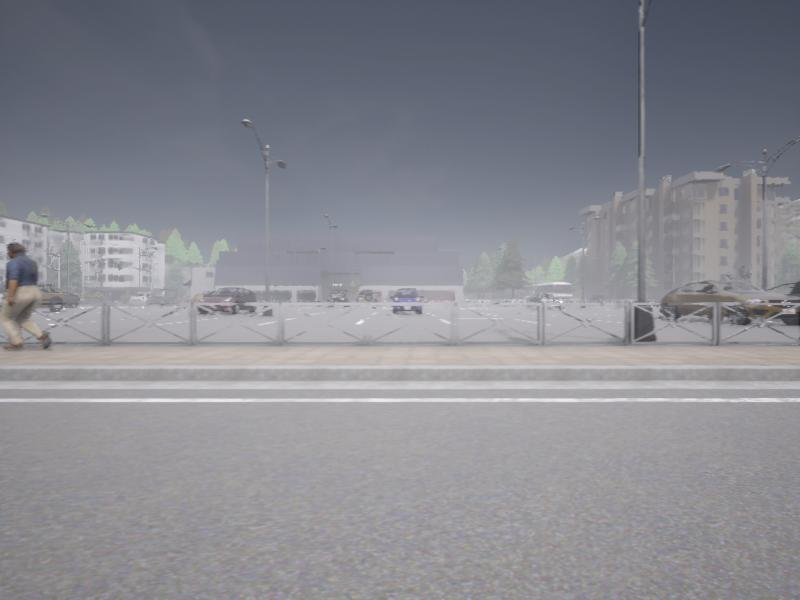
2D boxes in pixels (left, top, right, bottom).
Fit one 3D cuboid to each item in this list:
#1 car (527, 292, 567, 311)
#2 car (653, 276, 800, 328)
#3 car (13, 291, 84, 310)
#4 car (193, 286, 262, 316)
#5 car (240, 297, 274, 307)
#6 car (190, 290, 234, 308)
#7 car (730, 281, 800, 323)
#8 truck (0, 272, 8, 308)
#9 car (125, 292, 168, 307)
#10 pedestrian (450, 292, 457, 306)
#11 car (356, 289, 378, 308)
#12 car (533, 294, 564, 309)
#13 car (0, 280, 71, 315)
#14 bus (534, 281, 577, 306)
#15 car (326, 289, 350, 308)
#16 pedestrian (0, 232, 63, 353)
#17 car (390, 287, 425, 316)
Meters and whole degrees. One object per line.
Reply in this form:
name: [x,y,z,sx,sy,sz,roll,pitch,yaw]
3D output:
car: [12.306,0.125,33.809,1.970,1.475,3.806,0,0,-1]
car: [12.273,0.071,15.143,2.152,1.636,5.027,0,0,-1]
car: [-29.076,0.050,33.329,2.007,1.523,4.514,0,0,-1]
car: [-9.613,0.045,22.726,2.007,1.523,4.514,0,0,-1]
car: [-20.838,0.245,58.415,4.193,1.474,1.816,0,0,0]
car: [-19.041,-0.097,40.763,2.152,1.636,5.027,0,0,-1]
car: [15.409,0.079,15.215,2.007,1.523,4.514,0,0,-1]
truck: [-44.514,-1.100,39.718,2.891,3.827,8.468,0,0,0]
car: [-25.456,-0.017,40.401,1.970,1.475,3.806,0,0,-1]
pedestrian: [6.790,-0.132,51.065,0.751,1.860,0.751,0,0,-1]
car: [-3.344,-0.158,41.272,1.932,1.855,4.605,0,0,-1]
car: [15.240,0.113,41.248,1.845,1.501,3.633,0,0,-1]
car: [-22.073,-0.153,23.361,1.932,1.855,4.605,0,0,-1]
bus: [28.782,-1.146,74.819,3.944,4.253,10.273,0,0,-1]
car: [-6.247,-0.177,40.842,1.905,1.878,3.866,0,0,-1]
pedestrian: [-6.174,-0.113,6.506,0.751,1.860,0.751,0,0,-1]
car: [0.380,0.063,22.744,1.845,1.501,3.633,0,0,-1]
